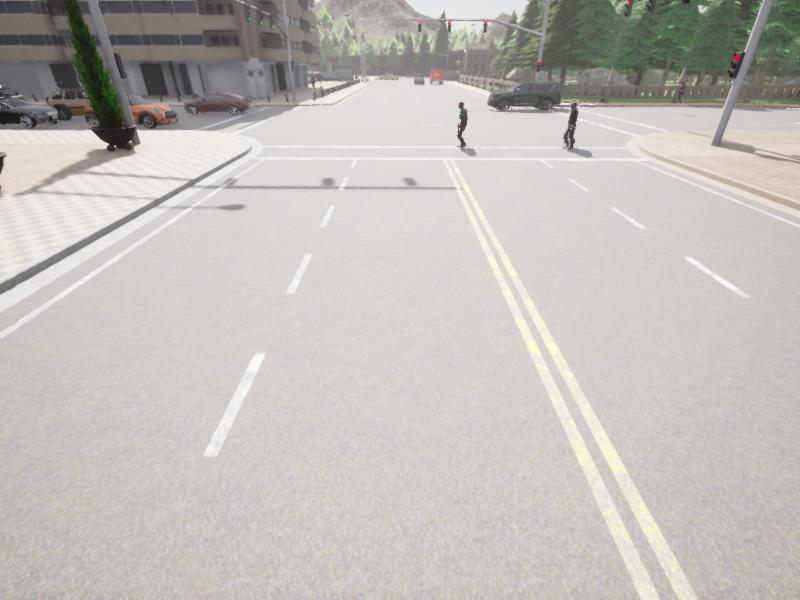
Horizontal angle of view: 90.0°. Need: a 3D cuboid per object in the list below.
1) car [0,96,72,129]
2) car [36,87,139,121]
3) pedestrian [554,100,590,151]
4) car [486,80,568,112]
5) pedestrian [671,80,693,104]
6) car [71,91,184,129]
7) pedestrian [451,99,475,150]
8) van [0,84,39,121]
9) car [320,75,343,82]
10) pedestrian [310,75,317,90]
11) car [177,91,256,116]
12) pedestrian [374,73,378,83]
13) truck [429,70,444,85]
[{"bbox_3d":[-22.183,-10.697,22.780,4.902,1.511,2.128,0,30,0],"label":"car"},{"bbox_3d":[-19.911,-12.609,25.695,4.605,1.855,1.932,0,30,0],"label":"car"},{"bbox_3d":[7.007,-7.127,16.362,0.751,1.860,0.751,-1,30,-2],"label":"pedestrian"},{"bbox_3d":[9.808,-16.055,31.481,5.566,2.045,2.150,0,30,1],"label":"car"},{"bbox_3d":[24.255,-17.924,34.462,0.751,1.860,0.751,1,30,1],"label":"pedestrian"},{"bbox_3d":[-15.233,-10.783,22.644,4.553,1.767,2.097,0,30,1],"label":"car"},{"bbox_3d":[2.612,-7.302,16.647,0.751,1.860,0.751,1,30,1],"label":"pedestrian"},{"bbox_3d":[-26.700,-12.707,25.704,4.480,2.038,2.069,0,30,0],"label":"van"},{"bbox_3d":[-15.557,-50.304,90.885,4.674,1.442,1.812,1,30,1],"label":"car"},{"bbox_3d":[-12.219,-30.618,56.350,0.751,1.860,0.751,-4,31,-7],"label":"pedestrian"},{"bbox_3d":[-13.078,-14.155,28.775,4.674,1.442,1.812,0,30,0],"label":"car"},{"bbox_3d":[-5.231,-48.324,87.022,0.751,1.860,0.751,1,30,1],"label":"pedestrian"},{"bbox_3d":[7.273,-44.780,80.378,2.627,2.467,5.204,0,30,0],"label":"truck"}]
